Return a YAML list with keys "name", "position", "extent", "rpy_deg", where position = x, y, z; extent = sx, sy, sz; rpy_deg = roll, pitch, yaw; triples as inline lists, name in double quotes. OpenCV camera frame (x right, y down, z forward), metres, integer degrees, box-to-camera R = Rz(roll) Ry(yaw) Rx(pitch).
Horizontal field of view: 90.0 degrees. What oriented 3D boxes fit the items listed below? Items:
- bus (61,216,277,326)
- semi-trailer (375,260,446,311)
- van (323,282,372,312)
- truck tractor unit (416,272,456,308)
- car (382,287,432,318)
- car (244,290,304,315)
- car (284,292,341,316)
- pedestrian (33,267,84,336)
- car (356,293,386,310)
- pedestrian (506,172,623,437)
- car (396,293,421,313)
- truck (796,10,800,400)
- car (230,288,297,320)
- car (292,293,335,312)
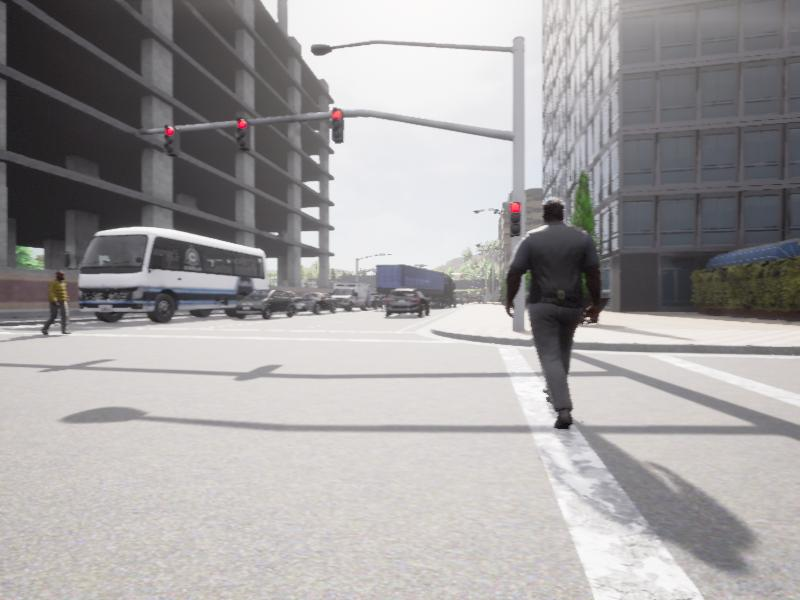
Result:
- name: "bus"
  position: [-10.774, -1.134, 20.836]
  extent: [3.944, 4.253, 10.273]
  rpy_deg: [0, 0, 11]
- name: "semi-trailer"
  position: [1.619, -1.246, 42.097]
  extent: [2.717, 4.402, 14.254]
  rpy_deg: [0, 0, 22]
- name: "van"
  position: [-4.432, -0.238, 35.280]
  extent: [2.351, 2.431, 6.366]
  rpy_deg: [0, 0, 11]
- name: "truck tractor unit"
  position: [4.560, -1.151, 49.442]
  extent: [3.053, 4.208, 6.516]
  rpy_deg: [0, 0, 23]
- name: "car"
  position: [0.550, 0.140, 24.595]
  extent: [2.242, 1.667, 4.611]
  rpy_deg: [0, 0, 12]
- name: "car"
  position: [-9.149, 0.150, 29.552]
  extent: [2.242, 1.667, 4.611]
  rpy_deg: [0, 0, 11]
- name: "car"
  position: [-5.923, 0.226, 27.825]
  extent: [2.128, 1.511, 4.902]
  rpy_deg: [0, 0, 11]
- name: "pedestrian"
  position: [-9.460, 0.042, 11.099]
  extent: [0.751, 1.860, 0.751]
  rpy_deg: [0, 0, 9]
- name: "car"
  position: [-2.978, 0.149, 42.525]
  extent: [1.930, 1.638, 5.238]
  rpy_deg: [0, 0, 11]
- name: "pedestrian"
  position: [1.270, 0.033, 3.245]
  extent: [0.751, 1.860, 0.751]
  rpy_deg: [0, 0, 11]
- name: "car"
  position: [0.638, 0.207, 32.660]
  extent: [1.882, 1.535, 5.008]
  rpy_deg: [0, 0, 0]
- name: "truck"
  position: [7.774, -0.932, 1.672]
  extent: [8.468, 3.827, 2.891]
  rpy_deg: [0, 0, 12]
- name: "car"
  position: [-7.188, 0.210, 21.523]
  extent: [1.789, 1.549, 3.705]
  rpy_deg: [0, 0, 11]
- name: "car"
  position: [-7.756, 0.189, 36.494]
  extent: [1.801, 1.575, 5.366]
  rpy_deg: [0, 0, 11]
